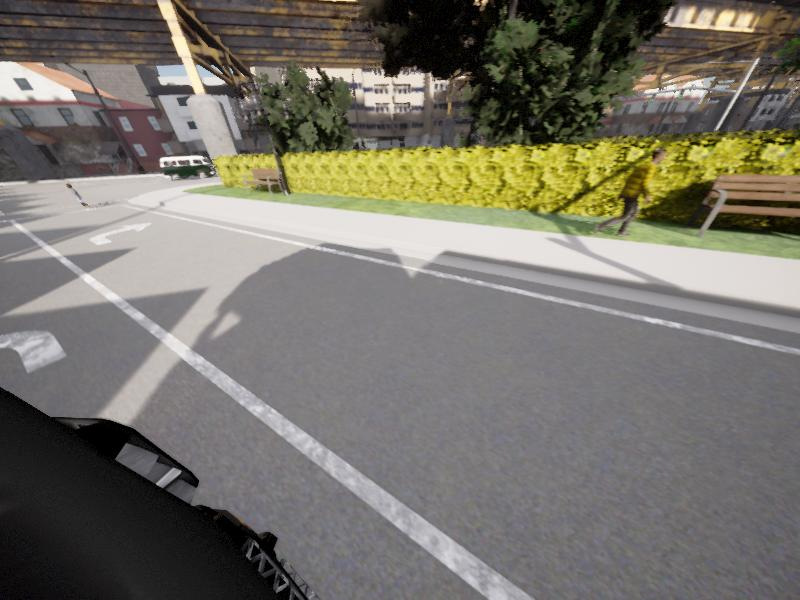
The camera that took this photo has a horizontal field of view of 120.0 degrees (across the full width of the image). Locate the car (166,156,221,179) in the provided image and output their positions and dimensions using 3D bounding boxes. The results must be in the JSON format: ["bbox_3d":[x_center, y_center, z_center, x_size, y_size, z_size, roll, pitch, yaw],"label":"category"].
[{"bbox_3d":[-23.292,-15.120,26.312,3.866,1.878,1.905,-10,35,-11],"label":"car"}]

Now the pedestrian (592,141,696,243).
[{"bbox_3d":[5.113,-2.318,5.037,0.751,1.860,0.751,13,37,22],"label":"pedestrian"}]

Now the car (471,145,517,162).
[{"bbox_3d":[12.292,-19.249,30.353,5.027,1.651,2.152,-10,34,-11],"label":"car"}]

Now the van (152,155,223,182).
[{"bbox_3d":[-21.489,-13.482,23.623,4.480,2.038,2.069,-11,35,-10],"label":"van"}]

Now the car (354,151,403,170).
[{"bbox_3d":[-2.526,-16.623,27.466,5.366,1.575,1.801,-11,35,-11],"label":"car"}]

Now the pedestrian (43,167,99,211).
[{"bbox_3d":[-16.206,-5.484,11.442,0.751,1.860,0.751,26,43,36],"label":"pedestrian"}]
